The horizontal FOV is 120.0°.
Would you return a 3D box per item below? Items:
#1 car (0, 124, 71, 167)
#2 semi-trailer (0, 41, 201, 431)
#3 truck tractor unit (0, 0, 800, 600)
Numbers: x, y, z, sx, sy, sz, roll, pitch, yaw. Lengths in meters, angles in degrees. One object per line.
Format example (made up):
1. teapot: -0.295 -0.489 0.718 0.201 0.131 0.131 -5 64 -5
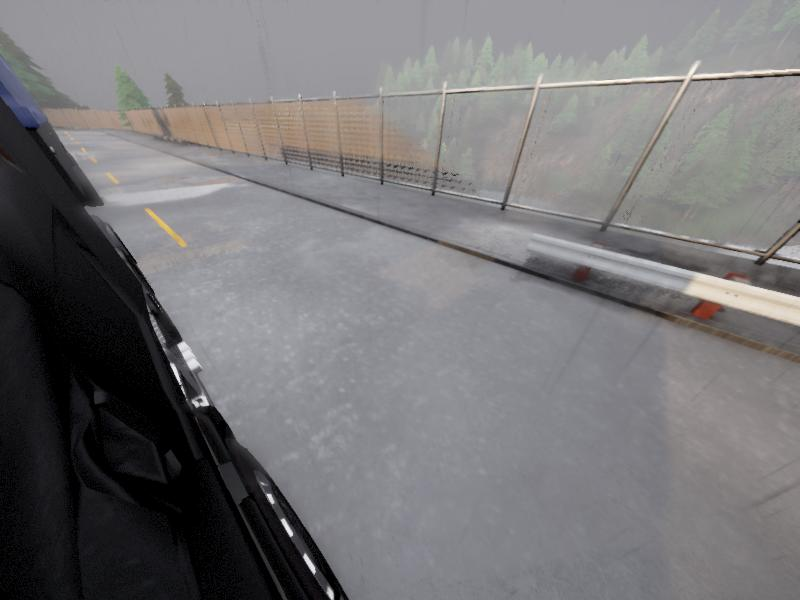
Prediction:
1. car: -20.553 -8.672 12.816 5.238 1.638 1.930 28 43 30
2. semi-trailer: -8.703 -3.579 4.256 14.254 4.402 2.717 28 43 30
3. truck tractor unit: -2.645 -0.295 0.351 6.516 4.208 3.053 28 44 30
